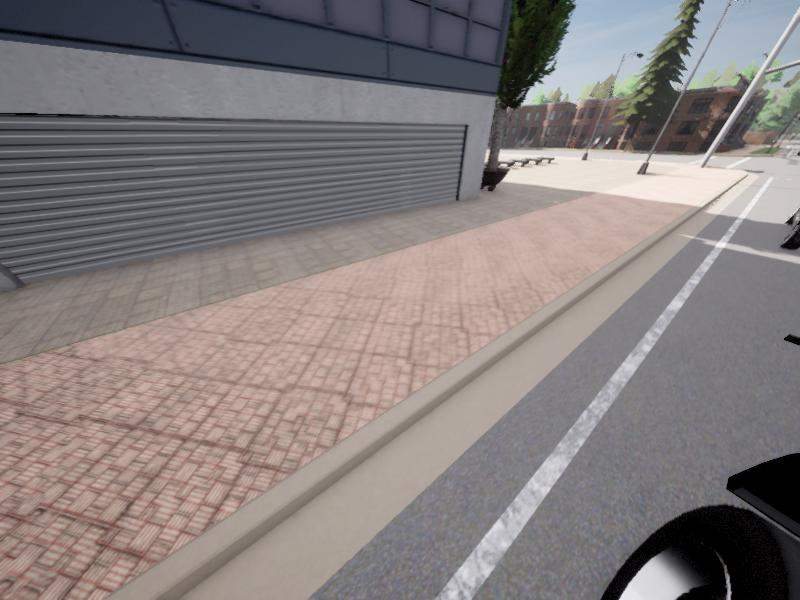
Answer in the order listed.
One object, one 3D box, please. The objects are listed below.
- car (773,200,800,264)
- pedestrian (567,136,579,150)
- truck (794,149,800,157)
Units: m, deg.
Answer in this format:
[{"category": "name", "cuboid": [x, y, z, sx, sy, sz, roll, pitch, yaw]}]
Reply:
[{"category": "car", "cuboid": [10.934, -2.025, 5.202, 5.238, 1.638, 1.930, -22, 41, -28]}, {"category": "pedestrian", "cuboid": [29.449, -26.703, 39.321, 0.751, 1.860, 0.751, -24, 42, -30]}, {"category": "truck", "cuboid": [48.736, -17.930, 26.480, 5.204, 2.467, 2.627, -23, 41, -28]}]
